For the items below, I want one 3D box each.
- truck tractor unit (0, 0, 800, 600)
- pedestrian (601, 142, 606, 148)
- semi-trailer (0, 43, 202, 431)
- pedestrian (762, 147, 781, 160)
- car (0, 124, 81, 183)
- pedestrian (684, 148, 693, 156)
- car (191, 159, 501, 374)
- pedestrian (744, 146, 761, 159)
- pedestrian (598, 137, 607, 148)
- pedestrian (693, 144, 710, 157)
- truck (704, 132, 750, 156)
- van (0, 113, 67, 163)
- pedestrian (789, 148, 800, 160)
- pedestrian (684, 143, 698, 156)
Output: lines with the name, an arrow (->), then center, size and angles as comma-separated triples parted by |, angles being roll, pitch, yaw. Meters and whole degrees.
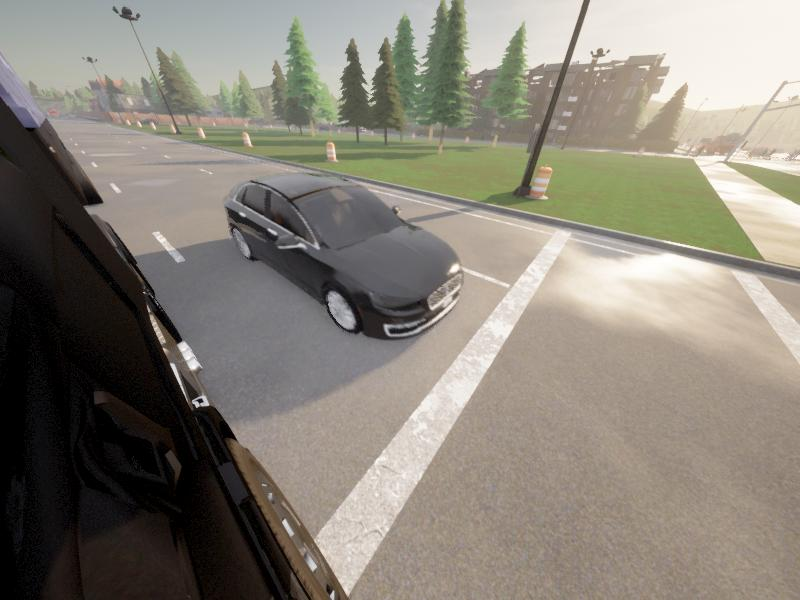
truck tractor unit -> -2.645, -0.295, 0.351 | 6.516, 4.208, 3.053 | 28, 44, 30
pedestrian -> 46.583, -35.527, 52.824 | 0.500, 1.100, 0.500 | 29, 44, 30
semi-trailer -> -8.691, -3.611, 4.233 | 14.254, 4.402, 2.717 | 28, 44, 30
pedestrian -> 64.633, -25.528, 40.207 | 0.751, 1.860, 0.751 | 25, 42, 27
car -> -16.032, -6.386, 9.830 | 5.027, 1.651, 2.152 | 28, 44, 30
pedestrian -> 49.568, -25.342, 39.656 | 0.500, 1.100, 0.500 | -26, 45, -32
car -> -1.266, -1.187, 3.899 | 4.892, 1.490, 1.837 | 28, 44, 30
pedestrian -> 62.866, -26.357, 41.204 | 0.751, 1.860, 0.751 | 26, 43, 28
pedestrian -> 45.912, -35.698, 52.376 | 0.751, 1.860, 0.751 | 28, 44, 30
pedestrian -> 50.611, -25.143, 38.812 | 0.751, 1.860, 0.751 | 26, 43, 28
truck -> 70.143, -33.684, 49.853 | 2.891, 3.827, 8.468 | 28, 44, 30
van -> -20.775, -9.073, 12.811 | 4.442, 1.987, 1.775 | 28, 44, 30
pedestrian -> 74.136, -27.205, 42.955 | 0.751, 1.860, 0.751 | 27, 43, 29
pedestrian -> 53.006, -27.476, 42.083 | 0.751, 1.860, 0.751 | 29, 44, 30
